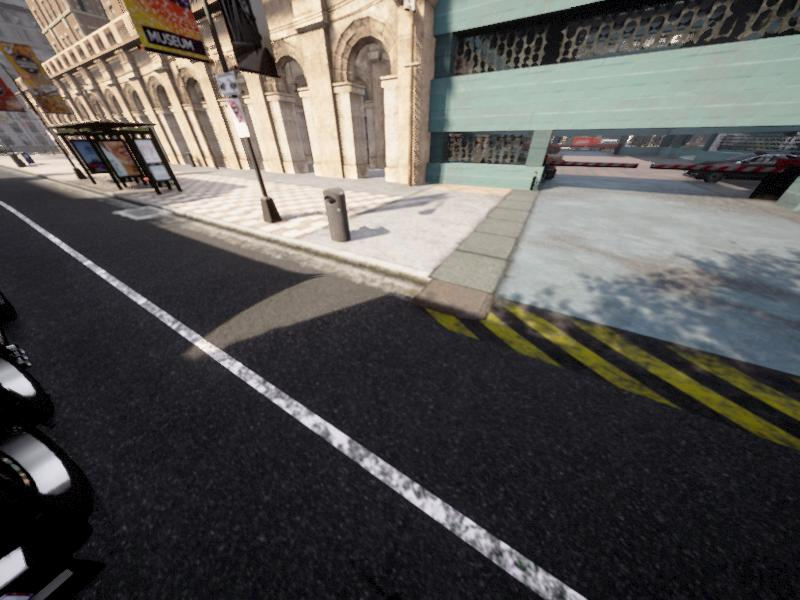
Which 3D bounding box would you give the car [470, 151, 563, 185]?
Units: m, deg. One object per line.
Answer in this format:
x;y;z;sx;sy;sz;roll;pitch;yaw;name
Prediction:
7.231;-8.437;14.596;4.786;1.482;2.161;18;39;24;car

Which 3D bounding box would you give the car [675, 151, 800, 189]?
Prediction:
19.329;-7.250;12.716;4.902;1.511;2.128;18;39;24;car

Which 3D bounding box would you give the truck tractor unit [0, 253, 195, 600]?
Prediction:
-5.089;-0.323;0.803;6.516;4.208;3.053;19;39;25;truck tractor unit

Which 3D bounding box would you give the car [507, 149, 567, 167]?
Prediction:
13.385;-14.045;22.685;4.718;1.301;1.895;18;39;24;car

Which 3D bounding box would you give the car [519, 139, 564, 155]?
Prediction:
21.899;-23.830;35.908;5.566;2.045;2.435;18;39;24;car

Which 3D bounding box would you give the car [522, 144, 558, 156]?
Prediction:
21.851;-23.525;36.155;4.514;1.523;2.007;18;39;24;car
